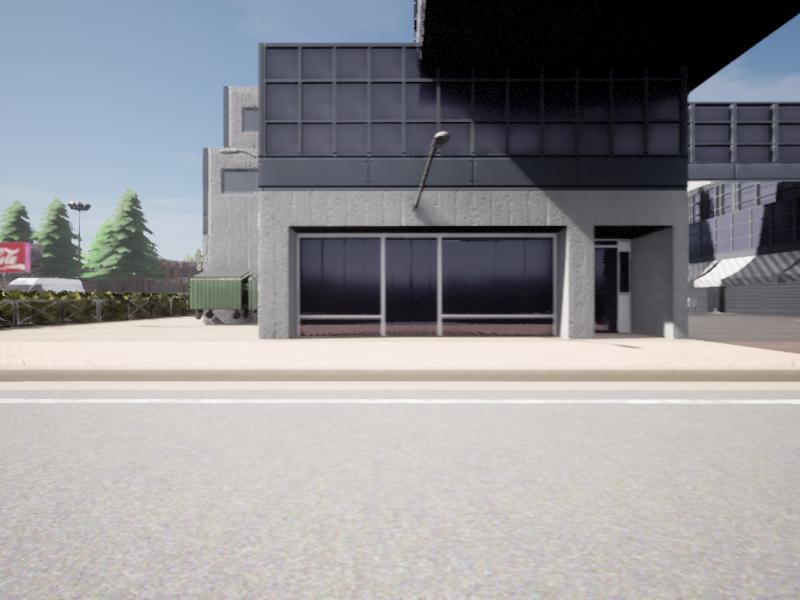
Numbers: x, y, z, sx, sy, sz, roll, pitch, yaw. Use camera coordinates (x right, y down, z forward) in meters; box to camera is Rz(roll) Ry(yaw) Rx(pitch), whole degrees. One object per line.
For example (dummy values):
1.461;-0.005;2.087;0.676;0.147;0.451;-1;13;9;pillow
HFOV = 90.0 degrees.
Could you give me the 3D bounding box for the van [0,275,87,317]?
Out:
-25.073;-0.259;27.753;1.988;2.561;5.915;0;0;1;van
